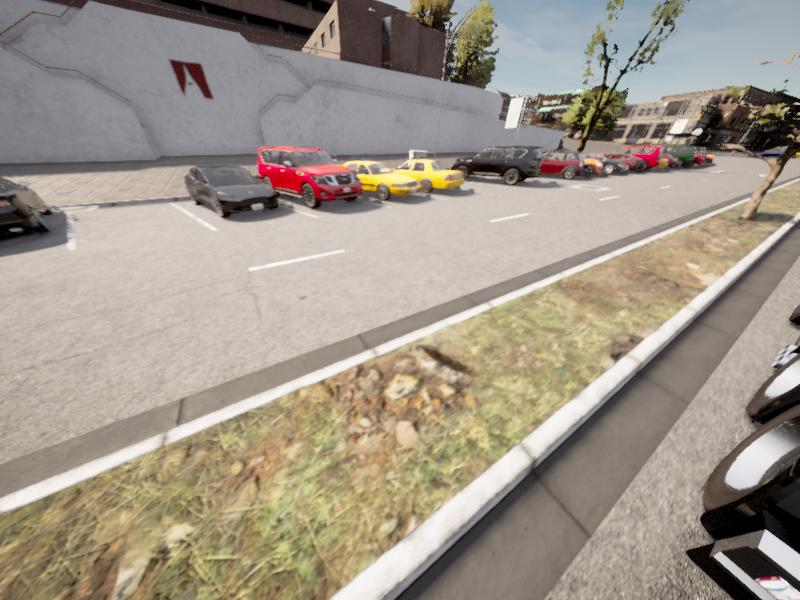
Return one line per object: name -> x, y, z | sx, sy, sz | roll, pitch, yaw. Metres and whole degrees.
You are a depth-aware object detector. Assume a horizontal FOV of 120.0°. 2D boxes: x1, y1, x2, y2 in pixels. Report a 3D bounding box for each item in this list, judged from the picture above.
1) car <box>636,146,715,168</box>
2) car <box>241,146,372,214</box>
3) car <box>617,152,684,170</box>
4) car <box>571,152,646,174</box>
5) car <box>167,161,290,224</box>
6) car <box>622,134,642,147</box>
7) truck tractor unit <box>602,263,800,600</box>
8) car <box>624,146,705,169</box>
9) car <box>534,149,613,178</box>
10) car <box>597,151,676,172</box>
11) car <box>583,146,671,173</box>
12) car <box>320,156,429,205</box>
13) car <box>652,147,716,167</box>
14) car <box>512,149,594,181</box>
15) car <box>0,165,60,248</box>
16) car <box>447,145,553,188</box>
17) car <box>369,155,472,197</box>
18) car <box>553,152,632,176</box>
car -> 32.309, -17.116, 27.528 | 5.566, 2.045, 2.435 | 25, 41, 32
car -> -4.123, -5.488, 10.091 | 5.566, 2.045, 2.435 | 25, 41, 32
car -> 27.056, -15.240, 25.212 | 4.674, 1.452, 2.002 | 25, 42, 32
car -> 19.221, -12.786, 21.476 | 4.792, 1.488, 2.163 | 25, 42, 32
car -> -6.724, -4.411, 9.007 | 4.792, 1.488, 2.163 | 25, 41, 32
car -> 53.689, -36.796, 53.415 | 2.435, 2.045, 5.566 | 31, 44, 28
truck tractor unit -> 5.112, -0.299, 0.783 | 6.516, 4.208, 3.053 | -18, 39, -24
car -> 29.644, -16.315, 26.312 | 5.566, 2.045, 2.435 | 26, 42, 32
car -> 14.026, -11.263, 18.898 | 4.553, 1.767, 2.185 | 25, 41, 32
car -> 24.306, -14.522, 24.043 | 5.366, 1.575, 1.946 | 25, 42, 32
car -> 21.825, -13.845, 22.570 | 5.566, 2.045, 2.435 | 25, 41, 32
car -> -1.404, -6.068, 11.383 | 5.366, 1.575, 1.946 | 25, 41, 32
car -> 34.996, -17.875, 28.728 | 4.442, 1.987, 1.878 | 26, 41, 32
car -> 11.470, -10.406, 17.611 | 4.553, 1.767, 2.185 | 25, 42, 32
car -> -11.946, -2.748, 6.523 | 5.008, 1.535, 2.097 | 25, 42, 32
car -> 6.222, -8.863, 15.078 | 5.566, 2.045, 2.435 | 25, 42, 32
car -> 0.905, -7.039, 12.818 | 5.366, 1.575, 1.946 | 25, 42, 32
car -> 16.645, -11.977, 20.204 | 4.892, 1.521, 2.231 | 25, 41, 32
